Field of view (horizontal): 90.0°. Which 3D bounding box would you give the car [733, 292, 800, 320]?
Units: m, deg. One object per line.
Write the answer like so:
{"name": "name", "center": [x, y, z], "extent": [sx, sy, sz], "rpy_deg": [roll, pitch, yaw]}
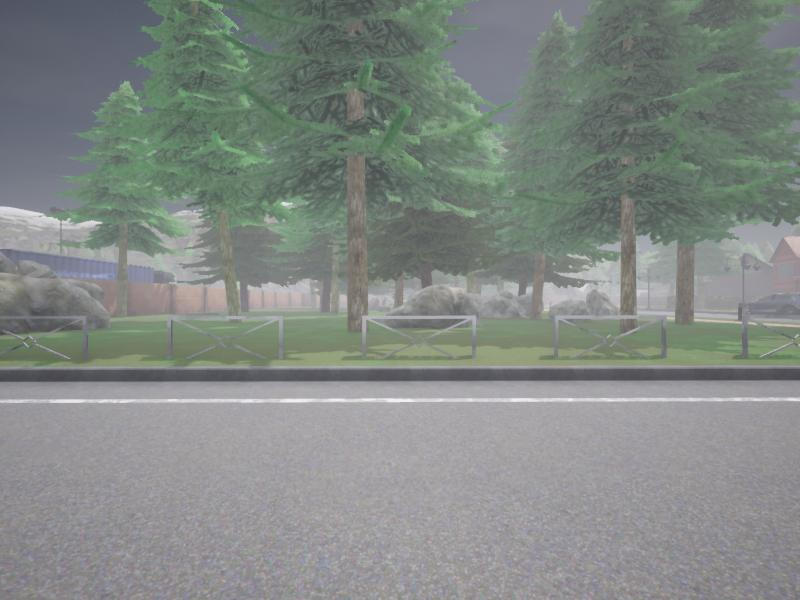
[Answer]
{"name": "car", "center": [23.976, 0.340, 25.107], "extent": [2.033, 1.649, 4.856], "rpy_deg": [0, 0, 0]}

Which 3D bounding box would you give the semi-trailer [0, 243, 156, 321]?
{"name": "semi-trailer", "center": [-23.532, -1.023, 29.603], "extent": [2.717, 4.402, 14.254], "rpy_deg": [0, 0, -2]}

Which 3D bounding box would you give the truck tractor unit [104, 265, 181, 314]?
{"name": "truck tractor unit", "center": [-23.828, -0.927, 37.512], "extent": [3.053, 4.208, 6.516], "rpy_deg": [0, 0, -1]}
